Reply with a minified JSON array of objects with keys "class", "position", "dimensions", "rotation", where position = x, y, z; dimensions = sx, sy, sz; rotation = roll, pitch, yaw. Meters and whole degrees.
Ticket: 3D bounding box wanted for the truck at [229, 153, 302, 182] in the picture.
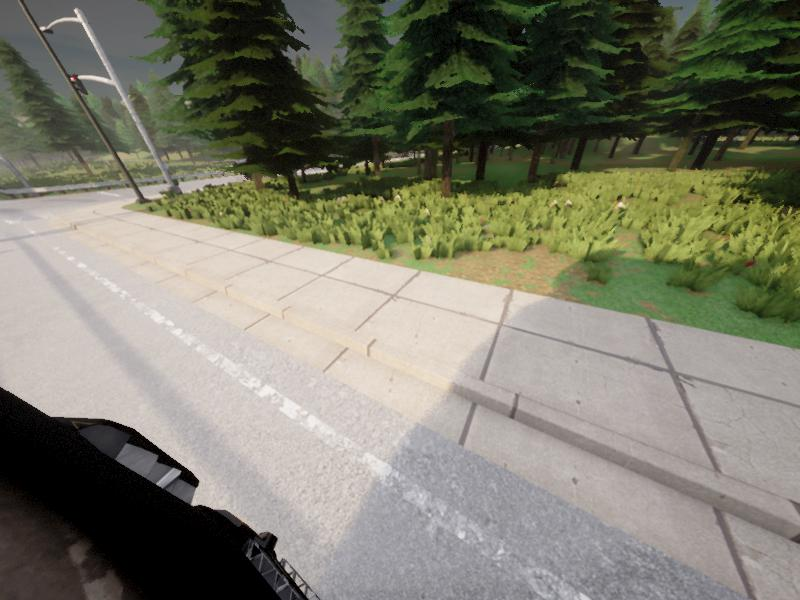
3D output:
[{"class":"truck","position":[-14.094,-14.340,24.843],"dimensions":[2.390,2.098,6.274],"rotation":[15,38,25]}]
